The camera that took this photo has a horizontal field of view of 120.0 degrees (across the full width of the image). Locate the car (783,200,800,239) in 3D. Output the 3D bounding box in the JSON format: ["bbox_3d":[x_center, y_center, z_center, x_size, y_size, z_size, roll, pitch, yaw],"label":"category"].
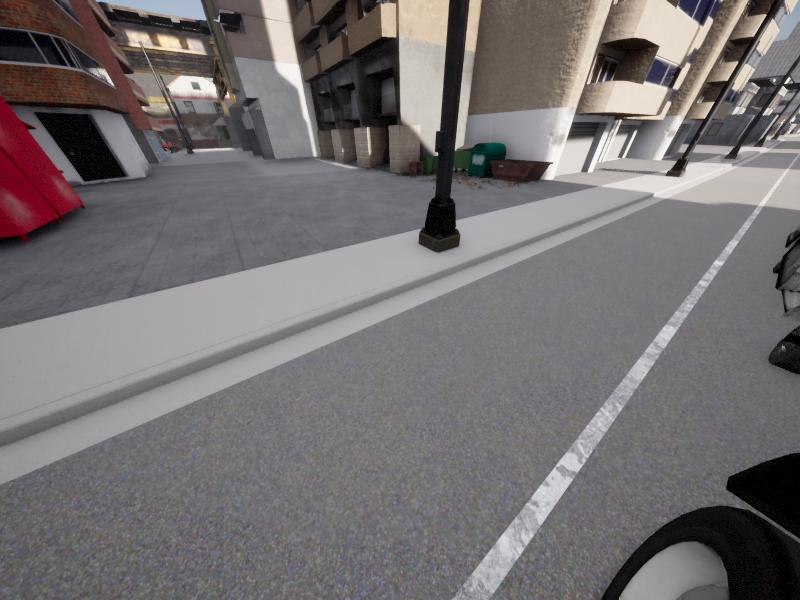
[{"bbox_3d":[13.143,-2.683,6.323,4.902,1.511,2.128,-22,40,-27],"label":"car"}]

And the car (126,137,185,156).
[{"bbox_3d":[-36.497,-23.191,34.825,5.566,2.045,2.150,-23,41,-27],"label":"car"}]

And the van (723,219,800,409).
[{"bbox_3d":[7.036,-0.622,2.656,6.366,2.431,2.351,-22,40,-28],"label":"van"}]
